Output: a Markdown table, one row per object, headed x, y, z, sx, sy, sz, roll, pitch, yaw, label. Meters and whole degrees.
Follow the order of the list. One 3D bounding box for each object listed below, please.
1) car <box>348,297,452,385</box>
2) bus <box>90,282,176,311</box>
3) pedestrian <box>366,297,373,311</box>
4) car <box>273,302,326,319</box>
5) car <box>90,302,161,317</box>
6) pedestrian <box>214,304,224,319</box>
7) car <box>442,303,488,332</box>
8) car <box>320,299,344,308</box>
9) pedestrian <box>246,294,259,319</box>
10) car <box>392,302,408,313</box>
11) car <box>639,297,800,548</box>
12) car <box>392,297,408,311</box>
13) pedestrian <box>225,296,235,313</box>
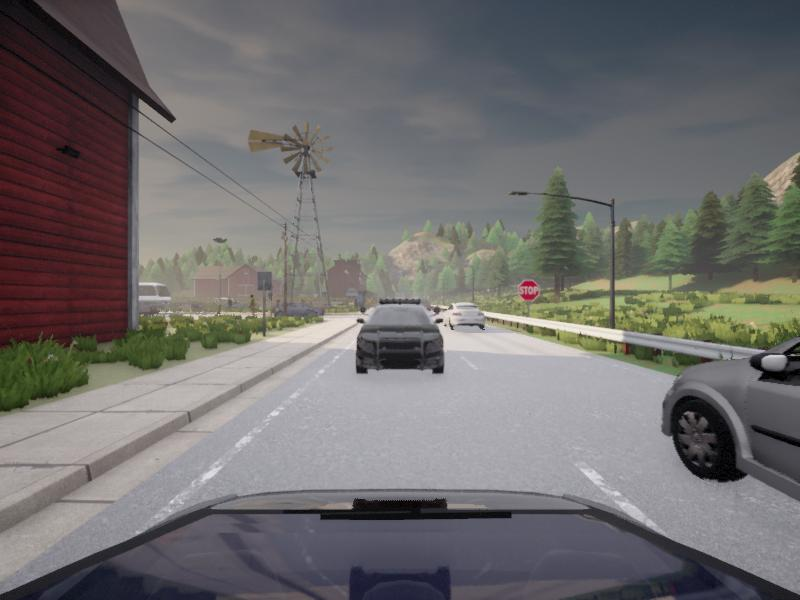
| x | y | z | sx | sy | sz | roll | pitch | yaw | label |
| --- | --- | --- | --- | --- | --- | --- | --- | --- | --- |
| 0.001 | 0.773 | 10.067 | 1.930 | 1.638 | 5.238 | 0 | 0 | 0 | car |
| -40.041 | -0.526 | 60.210 | 10.273 | 4.253 | 3.944 | 0 | 0 | -1 | bus |
| -3.949 | 0.495 | 51.653 | 0.751 | 1.860 | 0.751 | 0 | 0 | -11 | pedestrian |
| -8.664 | 0.915 | 34.729 | 4.181 | 1.385 | 1.994 | 0 | 0 | -2 | car |
| -25.923 | 0.902 | 37.915 | 5.357 | 1.411 | 2.033 | 0 | 0 | -1 | car |
| -13.845 | 0.871 | 30.551 | 0.500 | 1.100 | 0.500 | 0 | 0 | 9 | pedestrian |
| 3.502 | 0.874 | 22.330 | 1.812 | 1.442 | 4.674 | 0 | 0 | 0 | car |
| -13.708 | 0.667 | 81.023 | 4.605 | 1.855 | 1.932 | 0 | 0 | 0 | car |
| -11.031 | 0.491 | 29.937 | 0.751 | 1.860 | 0.751 | 0 | 0 | -1 | pedestrian |
| 0.002 | 0.954 | 50.380 | 1.895 | 1.301 | 4.718 | 0 | 0 | 0 | car |
| 3.503 | 0.789 | 2.316 | 1.851 | 1.617 | 3.988 | 0 | 0 | 0 | car |
| 0.002 | 0.578 | 59.468 | 2.150 | 2.045 | 5.566 | 0 | 0 | 0 | car |
| -19.055 | 0.494 | 44.837 | 0.751 | 1.860 | 0.751 | 0 | 0 | 19 | pedestrian |
